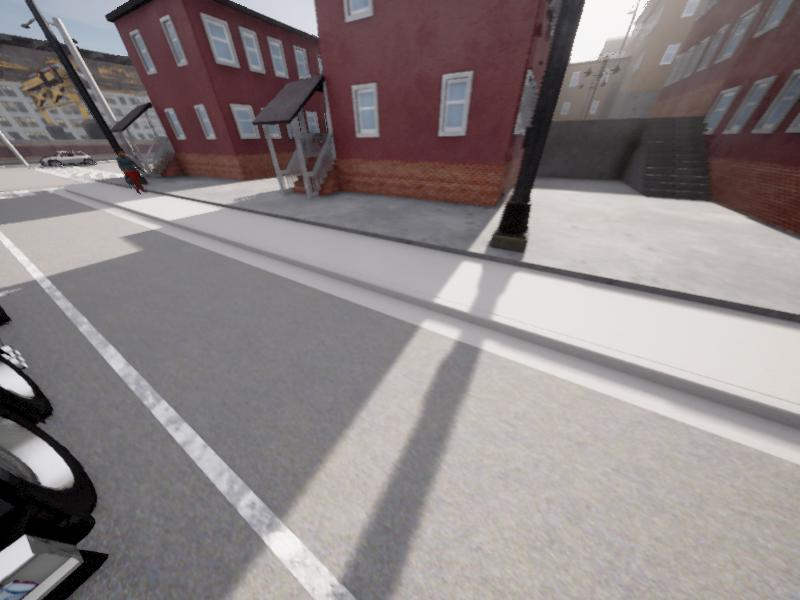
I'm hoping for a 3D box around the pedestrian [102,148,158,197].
[{"bbox_3d":[-12.380,-5.872,10.662,0.751,1.860,0.751,13,37,19],"label":"pedestrian"}]

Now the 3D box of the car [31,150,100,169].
[{"bbox_3d":[-36.477,-15.417,25.302,1.970,1.475,3.806,18,39,24],"label":"car"}]

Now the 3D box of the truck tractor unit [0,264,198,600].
[{"bbox_3d":[-5.124,-0.284,0.783,6.516,4.208,3.053,18,39,24],"label":"truck tractor unit"}]
